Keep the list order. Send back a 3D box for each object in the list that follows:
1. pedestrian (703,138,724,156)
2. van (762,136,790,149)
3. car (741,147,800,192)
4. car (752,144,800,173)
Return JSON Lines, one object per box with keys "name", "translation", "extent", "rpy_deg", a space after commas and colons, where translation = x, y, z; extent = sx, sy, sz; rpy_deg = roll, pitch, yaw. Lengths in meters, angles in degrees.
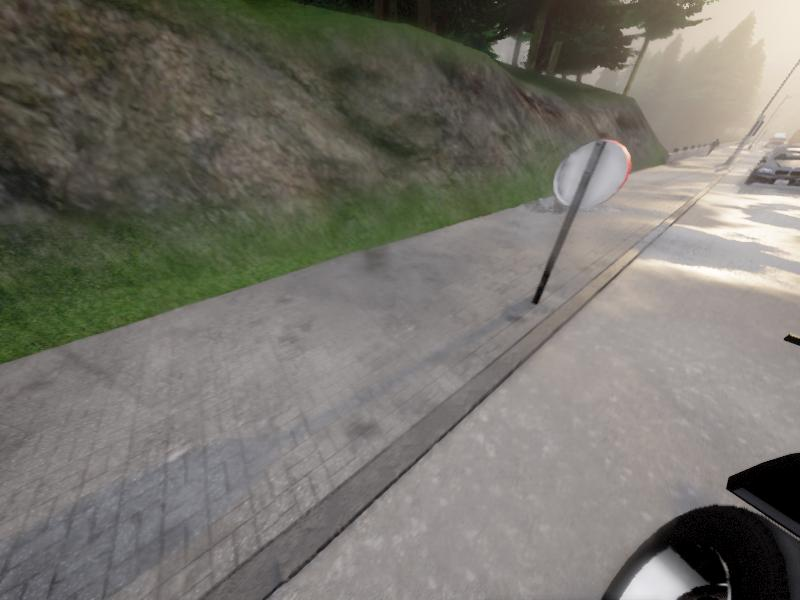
{"name": "pedestrian", "translation": [38.433, -18.790, 28.353], "extent": [0.751, 1.860, 0.751], "rpy_deg": [-29, 44, -34]}
{"name": "van", "translation": [77.435, -32.540, 47.611], "extent": [4.480, 2.038, 2.069], "rpy_deg": [-26, 43, -32]}
{"name": "car", "translation": [20.745, -7.063, 12.293], "extent": [4.611, 1.667, 2.242], "rpy_deg": [-24, 42, -30]}
{"name": "car", "translation": [30.075, -11.212, 18.133], "extent": [4.856, 1.649, 2.033], "rpy_deg": [-24, 42, -30]}
